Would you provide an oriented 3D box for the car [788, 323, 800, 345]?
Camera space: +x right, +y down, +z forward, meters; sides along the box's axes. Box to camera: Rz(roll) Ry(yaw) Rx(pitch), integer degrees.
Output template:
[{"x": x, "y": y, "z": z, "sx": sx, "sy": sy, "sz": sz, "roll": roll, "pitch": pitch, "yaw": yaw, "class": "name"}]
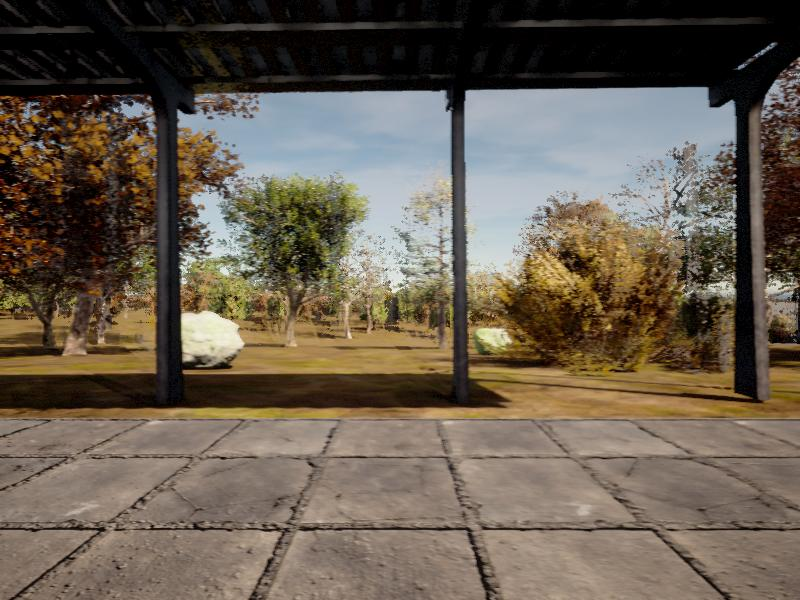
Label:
[{"x": 34.865, "y": 2.825, "z": 33.206, "sx": 1.905, "sy": 1.878, "sz": 3.866, "roll": -1, "pitch": -6, "yaw": 12, "class": "car"}]
